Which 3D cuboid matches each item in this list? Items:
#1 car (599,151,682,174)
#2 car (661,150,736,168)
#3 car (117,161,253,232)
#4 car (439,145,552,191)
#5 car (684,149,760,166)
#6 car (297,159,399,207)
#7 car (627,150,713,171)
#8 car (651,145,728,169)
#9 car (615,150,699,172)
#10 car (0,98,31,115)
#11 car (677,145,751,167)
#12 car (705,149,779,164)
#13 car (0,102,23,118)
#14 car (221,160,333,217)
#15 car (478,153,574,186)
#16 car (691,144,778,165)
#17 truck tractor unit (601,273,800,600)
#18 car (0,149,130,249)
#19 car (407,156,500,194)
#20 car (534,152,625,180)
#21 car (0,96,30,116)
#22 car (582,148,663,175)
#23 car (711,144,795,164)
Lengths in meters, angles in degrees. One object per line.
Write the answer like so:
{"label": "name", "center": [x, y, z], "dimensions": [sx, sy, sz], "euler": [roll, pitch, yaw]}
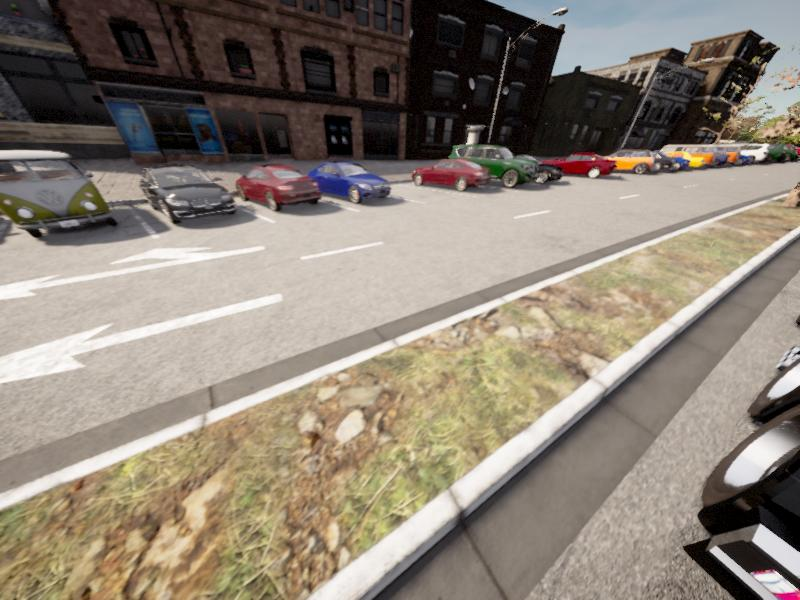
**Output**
{"label": "car", "center": [21.662, -12.664, 21.067], "dimensions": [4.892, 1.521, 2.231], "euler": [28, 43, 35]}
{"label": "car", "center": [32.510, -15.582, 25.414], "dimensions": [4.792, 1.488, 2.163], "euler": [29, 44, 36]}
{"label": "car", "center": [-7.742, -3.962, 8.272], "dimensions": [4.892, 1.521, 2.231], "euler": [25, 41, 32]}
{"label": "car", "center": [5.521, -8.255, 14.130], "dimensions": [5.566, 2.045, 2.435], "euler": [27, 42, 34]}
{"label": "car", "center": [37.978, -17.039, 27.506], "dimensions": [5.008, 1.535, 2.097], "euler": [29, 43, 36]}
{"label": "car", "center": [-2.471, -5.593, 10.736], "dimensions": [4.674, 1.452, 2.002], "euler": [26, 42, 33]}
{"label": "car", "center": [26.953, -14.216, 23.346], "dimensions": [5.366, 1.575, 1.946], "euler": [29, 44, 35]}
{"label": "car", "center": [29.896, -15.014, 24.123], "dimensions": [4.442, 1.987, 1.878], "euler": [29, 43, 36]}
{"label": "car", "center": [24.369, -13.416, 22.173], "dimensions": [5.008, 1.535, 2.097], "euler": [28, 43, 35]}
{"label": "car", "center": [-60.224, -29.300, 34.737], "dimensions": [2.185, 1.767, 4.553], "euler": [25, 41, 23]}
{"label": "car", "center": [35.343, -16.461, 26.253], "dimensions": [4.442, 1.987, 1.878], "euler": [29, 43, 36]}
{"label": "car", "center": [43.417, -18.478, 29.622], "dimensions": [5.008, 1.535, 2.097], "euler": [29, 43, 36]}
{"label": "car", "center": [-56.517, -26.044, 31.313], "dimensions": [1.946, 1.575, 5.366], "euler": [26, 41, 23]}
{"label": "car", "center": [-5.109, -4.760, 9.513], "dimensions": [4.674, 1.452, 2.002], "euler": [25, 42, 32]}
{"label": "car", "center": [8.168, -8.851, 15.453], "dimensions": [5.008, 1.535, 2.097], "euler": [27, 42, 34]}
{"label": "car", "center": [40.676, -17.974, 28.435], "dimensions": [5.566, 2.045, 2.435], "euler": [29, 44, 36]}
{"label": "truck tractor unit", "center": [5.124, -0.287, 0.763], "dimensions": [6.516, 4.208, 3.053], "euler": [-18, 39, -23]}
{"label": "car", "center": [-10.269, -3.260, 6.838], "dimensions": [4.442, 1.987, 1.878], "euler": [25, 41, 32]}
{"label": "car", "center": [2.830, -7.219, 13.124], "dimensions": [4.674, 1.452, 2.002], "euler": [26, 42, 33]}
{"label": "car", "center": [13.540, -10.400, 17.732], "dimensions": [5.008, 1.535, 2.097], "euler": [27, 43, 34]}
{"label": "car", "center": [-58.396, -27.764, 32.833], "dimensions": [2.435, 2.045, 5.566], "euler": [26, 41, 23]}
{"label": "car", "center": [18.956, -12.015, 19.887], "dimensions": [4.553, 1.767, 2.185], "euler": [28, 43, 35]}
{"label": "car", "center": [46.113, -19.411, 30.550], "dimensions": [5.566, 2.045, 2.435], "euler": [29, 44, 36]}
